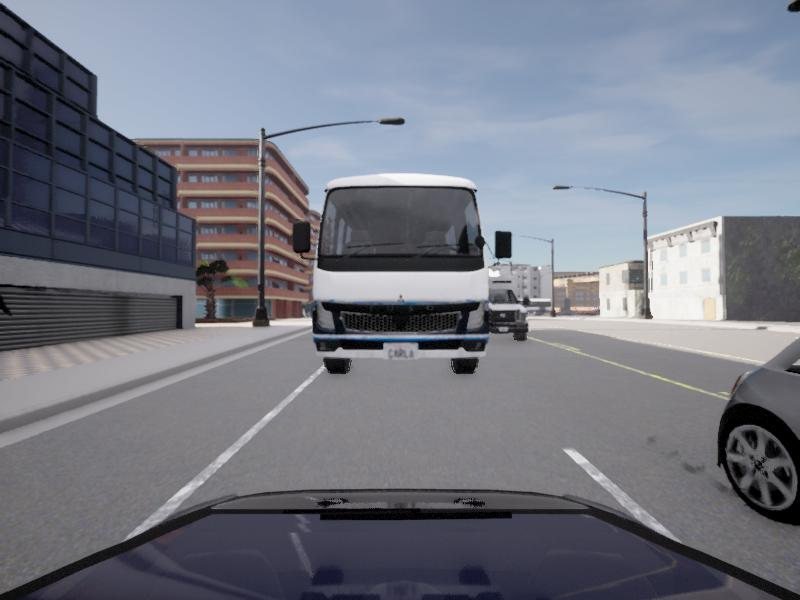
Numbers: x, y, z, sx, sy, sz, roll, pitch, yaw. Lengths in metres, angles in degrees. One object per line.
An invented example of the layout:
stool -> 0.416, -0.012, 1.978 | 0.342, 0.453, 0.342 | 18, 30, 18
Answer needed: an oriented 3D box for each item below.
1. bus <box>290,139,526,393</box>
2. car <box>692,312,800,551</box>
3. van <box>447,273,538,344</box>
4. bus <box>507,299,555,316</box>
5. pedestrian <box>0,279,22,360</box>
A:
bus -> 0.140, -0.597, 11.832 | 3.944, 4.253, 10.273 | 0, 0, 0
car -> 3.505, 0.849, 1.546 | 1.970, 1.475, 3.806 | 0, 0, 0
van -> 3.524, 0.303, 16.783 | 2.351, 2.431, 6.366 | 0, 0, 0
bus -> 31.884, 1.856, 97.612 | 10.273, 4.253, 3.944 | 0, -1, 0
pedestrian -> -9.621, 0.457, 9.384 | 0.751, 1.860, 0.751 | 0, -1, -4
